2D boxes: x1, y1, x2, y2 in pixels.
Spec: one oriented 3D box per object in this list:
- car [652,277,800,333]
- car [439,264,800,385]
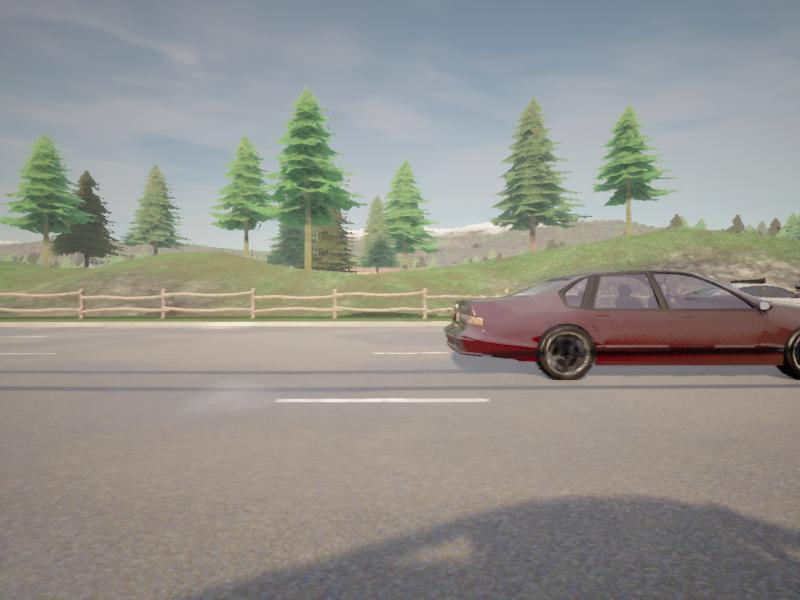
[{"bbox_3d":[11.226,0.154,12.701,5.238,1.638,1.930,0,0,0],"label":"car"},{"bbox_3d":[3.341,0.291,5.698,5.357,1.411,2.033,0,0,0],"label":"car"}]
